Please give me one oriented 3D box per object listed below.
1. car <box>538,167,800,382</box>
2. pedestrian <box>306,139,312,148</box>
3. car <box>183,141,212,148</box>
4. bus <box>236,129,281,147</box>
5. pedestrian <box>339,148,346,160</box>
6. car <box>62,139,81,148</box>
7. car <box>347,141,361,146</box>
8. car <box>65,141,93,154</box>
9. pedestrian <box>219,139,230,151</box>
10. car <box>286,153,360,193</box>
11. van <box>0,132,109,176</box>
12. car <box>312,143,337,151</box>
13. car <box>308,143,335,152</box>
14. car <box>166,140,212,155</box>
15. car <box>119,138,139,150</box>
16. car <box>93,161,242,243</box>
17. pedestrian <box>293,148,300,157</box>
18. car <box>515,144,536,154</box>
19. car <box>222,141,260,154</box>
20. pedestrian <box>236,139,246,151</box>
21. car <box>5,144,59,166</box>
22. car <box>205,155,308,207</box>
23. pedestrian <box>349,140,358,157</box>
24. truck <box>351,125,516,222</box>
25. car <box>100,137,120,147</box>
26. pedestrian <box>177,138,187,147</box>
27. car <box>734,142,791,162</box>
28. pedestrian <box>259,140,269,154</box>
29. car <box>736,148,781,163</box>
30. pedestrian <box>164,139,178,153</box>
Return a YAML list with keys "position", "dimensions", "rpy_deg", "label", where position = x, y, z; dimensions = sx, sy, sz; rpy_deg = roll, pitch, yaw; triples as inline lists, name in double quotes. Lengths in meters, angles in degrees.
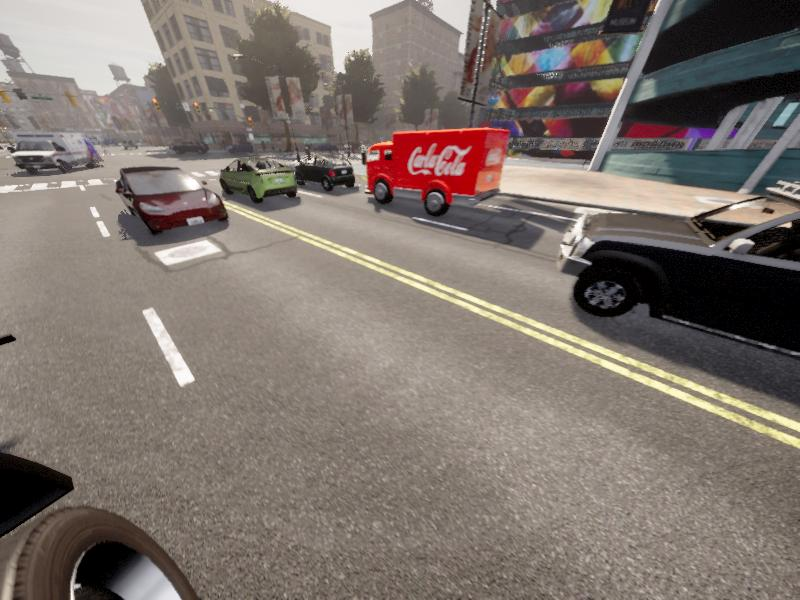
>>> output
- position: [4.818, -0.422, 2.994]
  dimensions: [4.605, 1.855, 1.932]
  rpy_deg: [23, 41, 29]
  label: "car"
- position: [-21.960, -37.840, 55.927]
  dimensions: [0.751, 1.860, 0.751]
  rpy_deg: [21, 40, 26]
  label: "pedestrian"
- position: [-53.517, -41.263, 61.096]
  dimensions: [2.033, 1.411, 5.357]
  rpy_deg: [26, 42, 31]
  label: "car"
- position: [-43.085, -49.716, 70.862]
  dimensions: [3.944, 4.253, 10.273]
  rpy_deg: [25, 42, 31]
  label: "bus"
- position: [-6.829, -17.396, 27.518]
  dimensions: [0.500, 1.100, 0.500]
  rpy_deg: [30, 44, 35]
  label: "pedestrian"
- position: [-76.994, -36.675, 54.072]
  dimensions: [4.514, 1.525, 2.007]
  rpy_deg: [26, 42, 31]
  label: "car"
- position: [-16.375, -56.200, 82.902]
  dimensions: [5.008, 1.535, 1.882]
  rpy_deg: [25, 41, 30]
  label: "car"
- position: [-50.108, -23.790, 35.986]
  dimensions: [5.008, 1.535, 1.882]
  rpy_deg: [25, 42, 31]
  label: "car"
- position: [-32.381, -28.696, 42.678]
  dimensions: [0.751, 1.860, 0.751]
  rpy_deg: [16, 38, 21]
  label: "pedestrian"
- position: [-4.184, -7.043, 12.634]
  dimensions: [3.705, 1.549, 1.789]
  rpy_deg: [25, 42, 31]
  label: "car"
- position: [-26.134, -11.260, 17.599]
  dimensions: [2.351, 2.431, 6.366]
  rpy_deg: [-17, 38, -22]
  label: "van"
- position: [-16.185, -32.727, 49.486]
  dimensions: [1.895, 1.301, 4.718]
  rpy_deg: [25, 42, 31]
  label: "car"
- position: [-15.408, -30.163, 45.694]
  dimensions: [1.812, 1.442, 4.674]
  rpy_deg: [25, 42, 31]
  label: "car"
- position: [-32.755, -23.871, 36.053]
  dimensions: [4.605, 1.855, 1.932]
  rpy_deg: [-11, 37, -16]
  label: "car"
- position: [-55.293, -31.885, 47.211]
  dimensions: [1.932, 1.855, 4.605]
  rpy_deg: [-27, 43, -33]
  label: "car"
- position: [-7.577, -3.434, 7.480]
  dimensions: [4.792, 1.488, 2.163]
  rpy_deg: [25, 42, 31]
  label: "car"
- position: [-14.455, -20.552, 32.196]
  dimensions: [0.500, 1.100, 0.500]
  rpy_deg: [27, 43, 32]
  label: "pedestrian"
- position: [25.584, -30.810, 47.009]
  dimensions: [2.161, 1.482, 4.786]
  rpy_deg: [25, 42, 31]
  label: "car"
- position: [-26.824, -25.875, 39.082]
  dimensions: [2.097, 1.767, 4.553]
  rpy_deg: [29, 44, 34]
  label: "car"
- position: [-29.561, -28.898, 43.008]
  dimensions: [0.751, 1.860, 0.751]
  rpy_deg: [12, 36, 15]
  label: "pedestrian"
- position: [-34.914, -13.922, 22.089]
  dimensions: [4.902, 1.511, 2.128]
  rpy_deg: [26, 42, 31]
  label: "car"
- position: [-6.543, -5.556, 10.495]
  dimensions: [4.514, 1.525, 2.007]
  rpy_deg: [25, 42, 31]
  label: "car"
- position: [-6.306, -20.365, 31.114]
  dimensions: [0.751, 1.860, 0.751]
  rpy_deg: [-25, 42, -32]
  label: "pedestrian"
- position: [1.020, -4.981, 8.912]
  dimensions: [5.204, 2.467, 2.627]
  rpy_deg: [23, 41, 32]
  label: "truck"
- position: [-76.750, -41.900, 61.104]
  dimensions: [5.566, 2.045, 2.150]
  rpy_deg: [26, 42, 32]
  label: "car"
- position: [-51.162, -36.977, 54.273]
  dimensions: [0.751, 1.860, 0.751]
  rpy_deg: [-4, 35, -7]
  label: "pedestrian"
- position: [49.176, -20.264, 31.566]
  dimensions: [2.435, 2.045, 5.566]
  rpy_deg: [25, 42, 31]
  label: "car"
- position: [-22.290, -25.014, 37.813]
  dimensions: [0.751, 1.860, 0.751]
  rpy_deg: [-29, 44, -35]
  label: "pedestrian"
- position: [49.210, -19.968, 31.827]
  dimensions: [2.007, 1.523, 4.514]
  rpy_deg: [25, 42, 31]
  label: "car"
- position: [-38.257, -25.682, 38.542]
  dimensions: [0.751, 1.860, 0.751]
  rpy_deg: [16, 38, 21]
  label: "pedestrian"
